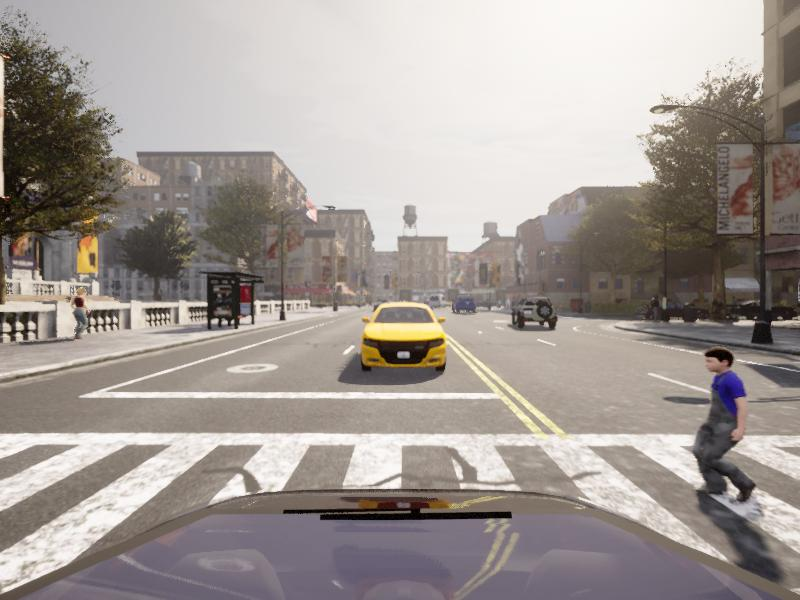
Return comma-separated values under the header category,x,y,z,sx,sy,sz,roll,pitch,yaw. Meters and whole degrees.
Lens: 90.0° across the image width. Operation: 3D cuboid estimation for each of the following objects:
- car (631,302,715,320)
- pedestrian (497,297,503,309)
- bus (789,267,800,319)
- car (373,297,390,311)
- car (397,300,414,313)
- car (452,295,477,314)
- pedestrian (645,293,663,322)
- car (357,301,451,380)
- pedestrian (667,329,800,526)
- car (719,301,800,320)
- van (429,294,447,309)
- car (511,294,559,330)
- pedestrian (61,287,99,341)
category,x,y,z,sx,sy,sz,roll,pitch,yaw
car,21.842,0.858,32.181,5.357,1.411,2.033,0,0,1
pedestrian,15.703,0.414,63.007,0.751,1.860,0.751,0,0,3
bus,38.298,-0.570,32.076,10.273,4.253,3.944,0,0,0
car,-2.568,0.591,56.445,1.932,1.855,4.605,0,-1,3
car,0.680,0.773,48.495,2.007,1.525,4.514,0,0,1
car,7.541,0.515,47.283,2.150,2.045,5.566,0,0,0
pedestrian,16.423,0.456,25.833,0.751,1.860,0.751,0,0,-35
car,0.096,0.810,10.509,1.882,1.535,5.008,0,0,1
pedestrian,2.684,0.913,3.190,0.751,1.300,0.751,0,0,18
car,28.810,0.800,32.015,4.902,1.511,2.128,0,0,0
van,6.999,0.220,73.034,1.988,2.561,5.915,0,0,19
car,7.654,0.626,23.096,1.932,1.855,4.605,0,0,9
pedestrian,-11.288,0.468,14.122,0.751,1.860,0.751,0,0,5
